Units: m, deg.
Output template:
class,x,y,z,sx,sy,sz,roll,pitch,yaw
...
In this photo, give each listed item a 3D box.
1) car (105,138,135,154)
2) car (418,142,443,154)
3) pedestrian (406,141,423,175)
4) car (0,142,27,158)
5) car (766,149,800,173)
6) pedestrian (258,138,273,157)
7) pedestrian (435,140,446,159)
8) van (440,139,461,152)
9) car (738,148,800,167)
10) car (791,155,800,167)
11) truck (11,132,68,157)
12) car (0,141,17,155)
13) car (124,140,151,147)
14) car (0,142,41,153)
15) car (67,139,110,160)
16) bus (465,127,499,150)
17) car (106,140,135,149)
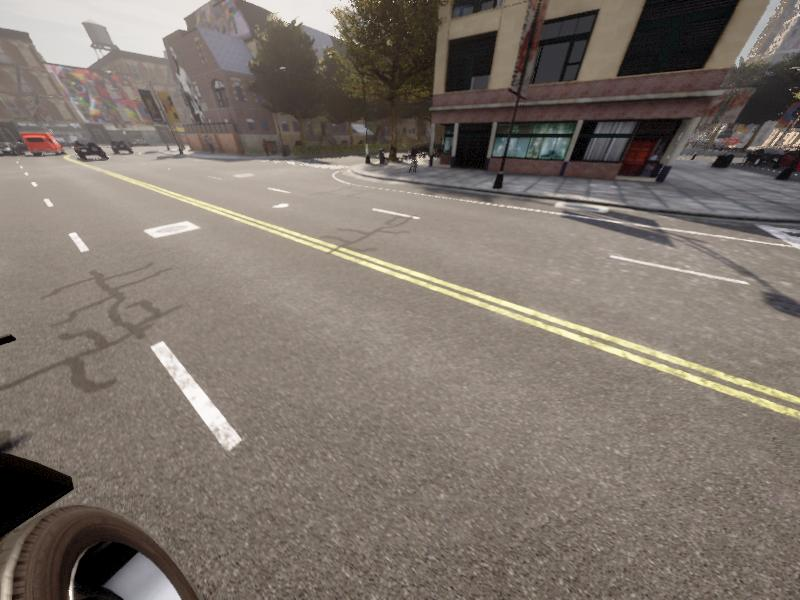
class,x,y,z,sx,sy,sz,roll,pitch,yaw
car,-42.616,-23.562,35.311,1.932,1.855,4.605,-25,42,-31
car,5.216,-25.794,39.099,1.930,1.638,5.238,22,41,28
pedestrian,0.964,-9.511,15.480,0.751,1.860,0.751,26,43,32
car,-49.989,-18.998,29.196,1.970,1.475,3.806,-27,44,-33
car,35.078,-12.052,19.976,2.007,1.525,4.514,22,41,28
pedestrian,-16.231,-18.432,27.977,0.751,1.860,0.751,7,36,9
pedestrian,4.637,-17.266,26.506,0.751,1.860,0.751,24,42,30
van,9.727,-29.680,44.292,2.069,2.038,4.480,22,40,28
car,38.797,-15.125,24.395,1.837,1.490,4.892,22,40,27
car,41.031,-13.413,21.972,2.128,1.511,4.902,22,41,28
truck,-46.505,-20.208,30.004,5.204,2.467,2.627,30,45,35
car,-56.531,-21.051,31.993,2.002,1.452,4.674,-22,41,-28
car,-62.917,-37.616,55.479,1.970,1.475,3.806,0,35,0
car,-59.625,-23.783,35.969,1.895,1.301,4.718,-15,38,-21
car,-35.546,-17.202,26.354,4.605,1.855,1.932,24,42,30
bus,20.064,-39.216,56.004,3.944,4.253,10.273,22,41,28
car,-59.815,-33.453,49.550,2.007,1.525,4.514,-11,37,-15
